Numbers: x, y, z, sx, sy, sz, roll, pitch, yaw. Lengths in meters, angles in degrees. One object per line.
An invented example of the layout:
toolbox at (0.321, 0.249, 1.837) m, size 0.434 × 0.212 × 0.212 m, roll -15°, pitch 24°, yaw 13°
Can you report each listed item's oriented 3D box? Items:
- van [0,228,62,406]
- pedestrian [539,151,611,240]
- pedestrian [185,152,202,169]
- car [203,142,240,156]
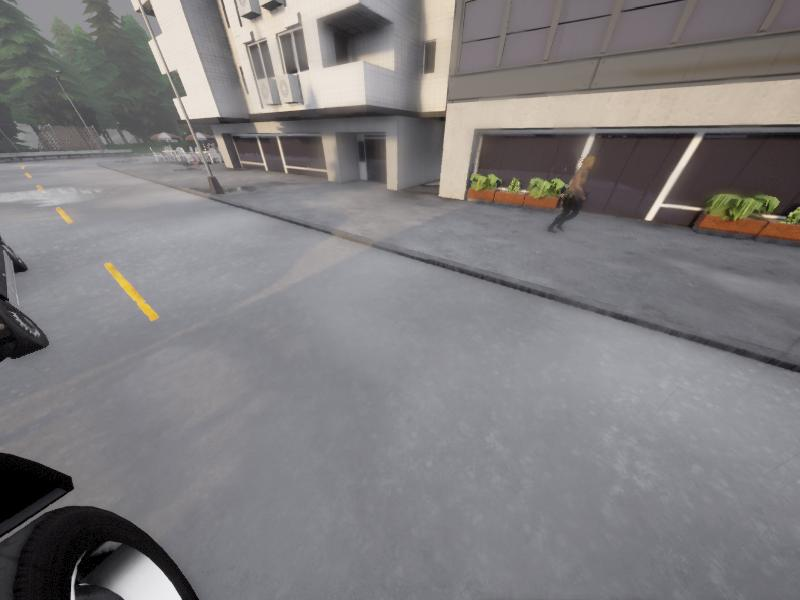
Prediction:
van at (-6.846, -0.658, 2.608) m, size 5.915 × 2.561 × 1.988 m, roll 22°, pitch 40°, yaw 28°
pedestrian at (4.304, -2.585, 5.778) m, size 0.751 × 1.860 × 0.751 m, roll 25°, pitch 42°, yaw 31°
pedestrian at (-16.610, -11.224, 18.600) m, size 0.500 × 1.100 × 0.500 m, roll 24°, pitch 41°, yaw 29°
car at (-26.460, -22.530, 34.391) m, size 1.845 × 1.501 × 3.633 m, roll 21°, pitch 41°, yaw 27°
